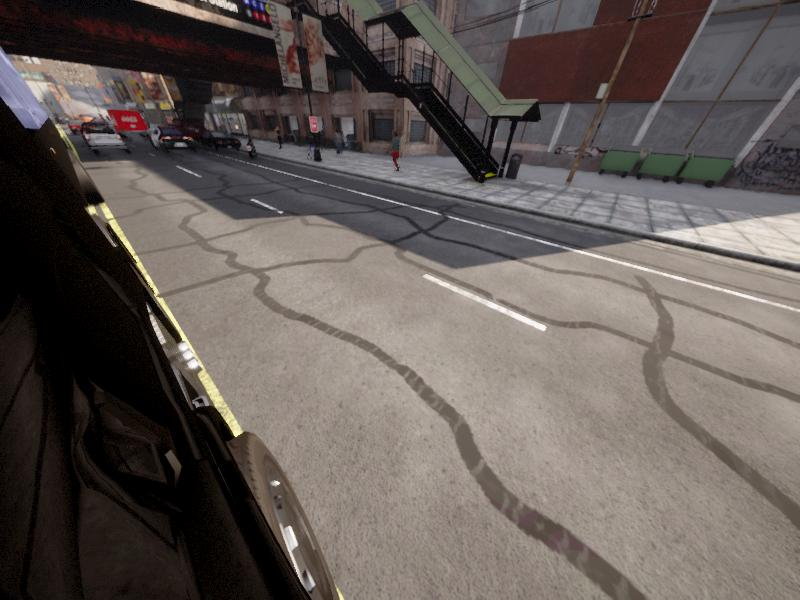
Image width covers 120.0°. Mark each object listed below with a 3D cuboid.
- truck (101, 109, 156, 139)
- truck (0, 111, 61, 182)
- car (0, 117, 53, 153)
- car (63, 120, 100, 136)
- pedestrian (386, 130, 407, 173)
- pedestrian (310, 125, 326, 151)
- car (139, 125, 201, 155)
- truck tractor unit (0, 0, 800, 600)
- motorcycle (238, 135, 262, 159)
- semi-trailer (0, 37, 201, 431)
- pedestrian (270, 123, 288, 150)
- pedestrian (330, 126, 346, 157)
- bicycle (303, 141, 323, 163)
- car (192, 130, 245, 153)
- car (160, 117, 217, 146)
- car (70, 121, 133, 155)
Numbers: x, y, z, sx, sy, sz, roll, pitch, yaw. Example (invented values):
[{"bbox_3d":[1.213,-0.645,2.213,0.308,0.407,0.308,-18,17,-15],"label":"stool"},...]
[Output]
[{"bbox_3d":[-30.286,-19.613,25.756,5.204,2.467,2.627,29,44,30],"label":"truck"},{"bbox_3d":[-16.857,-6.556,9.579,6.274,2.098,2.390,28,44,30],"label":"truck"},{"bbox_3d":[-25.062,-10.917,15.184,5.238,1.638,1.930,29,44,30],"label":"car"},{"bbox_3d":[-37.175,-20.115,26.940,4.718,1.301,1.895,28,44,30],"label":"car"},{"bbox_3d":[-0.204,-7.927,12.396,0.751,1.860,0.751,28,44,30],"label":"pedestrian"},{"bbox_3d":[-7.225,-14.252,20.370,0.751,1.860,0.751,29,44,30],"label":"pedestrian"},{"bbox_3d":[-17.531,-12.279,17.609,4.974,1.542,2.038,29,44,30],"label":"car"},{"bbox_3d":[-2.645,-0.295,0.352,6.516,4.208,3.053,28,44,30],"label":"truck tractor unit"},{"bbox_3d":[-10.502,-10.808,16.289,0.764,1.277,2.356,-11,39,-17],"label":"motorcycle"},{"bbox_3d":[-8.664,-3.638,4.247,14.254,4.402,2.717,29,44,30],"label":"semi-trailer"},{"bbox_3d":[-10.334,-13.962,19.772,0.751,1.860,0.751,28,44,30],"label":"pedestrian"},{"bbox_3d":[-4.673,-11.935,17.447,0.751,1.860,0.751,-25,45,-32],"label":"pedestrian"},{"bbox_3d":[-5.657,-9.657,15.056,1.643,1.024,0.373,28,34,30],"label":"bicycle"},{"bbox_3d":[-15.461,-13.536,19.613,4.718,1.301,1.895,28,44,30],"label":"car"},{"bbox_3d":[-21.106,-16.863,23.064,5.566,2.045,2.435,28,44,30],"label":"car"},{"bbox_3d":[-20.346,-11.088,15.760,3.988,1.617,1.851,29,44,30],"label":"car"}]
